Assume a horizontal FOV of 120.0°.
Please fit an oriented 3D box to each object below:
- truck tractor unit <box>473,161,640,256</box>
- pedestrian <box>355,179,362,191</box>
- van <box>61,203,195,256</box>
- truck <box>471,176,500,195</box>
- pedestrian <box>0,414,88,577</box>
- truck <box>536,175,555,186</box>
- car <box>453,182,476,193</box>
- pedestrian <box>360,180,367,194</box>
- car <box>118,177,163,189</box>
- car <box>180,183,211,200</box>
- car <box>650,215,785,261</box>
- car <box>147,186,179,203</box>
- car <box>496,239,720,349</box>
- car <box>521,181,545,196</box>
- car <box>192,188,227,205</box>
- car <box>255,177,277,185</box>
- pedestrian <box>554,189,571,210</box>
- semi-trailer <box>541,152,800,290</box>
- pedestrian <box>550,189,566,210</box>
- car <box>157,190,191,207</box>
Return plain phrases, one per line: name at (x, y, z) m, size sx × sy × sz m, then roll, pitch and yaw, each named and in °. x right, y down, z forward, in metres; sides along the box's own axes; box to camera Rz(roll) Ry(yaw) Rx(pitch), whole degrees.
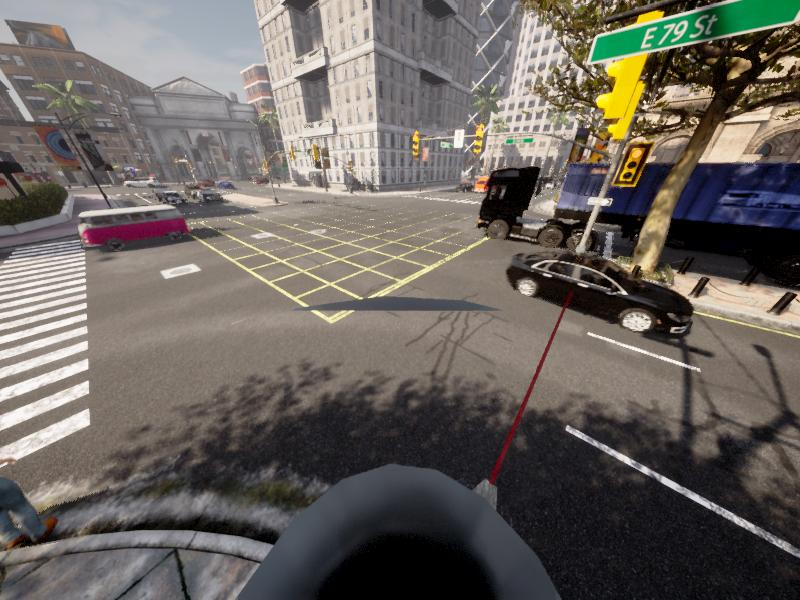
truck tractor unit at (8.289, -5.631, 13.529) m, size 6.516 × 4.208 × 3.053 m, roll 18°, pitch 34°, yaw 27°
pedestrian at (-7.454, -20.436, 41.188) m, size 0.751 × 1.860 × 0.751 m, roll -22°, pitch 37°, yaw -33°
van at (-15.331, -4.266, 13.405) m, size 1.775 × 1.987 × 4.442 m, roll 23°, pitch 37°, yaw 34°
truck at (14.829, -19.820, 39.864) m, size 2.627 × 2.467 × 5.204 m, roll 22°, pitch 37°, yaw 33°
pedestrian at (-4.587, 2.078, 2.491) m, size 0.751 × 1.860 × 0.751 m, roll 24°, pitch 38°, yaw 35°
truck at (35.861, -29.371, 56.779) m, size 2.390 × 2.098 × 6.274 m, roll 23°, pitch 37°, yaw 34°
car at (11.707, -20.252, 41.589) m, size 1.837 × 1.490 × 4.892 m, roll 23°, pitch 37°, yaw 34°
pedestrian at (-5.976, -18.561, 37.941) m, size 0.751 × 1.860 × 0.751 m, roll 14°, pitch 33°, yaw 23°
car at (-54.891, -24.896, 49.087) m, size 5.566 × 2.045 × 2.150 m, roll -14°, pitch 33°, yaw -23°
car at (-29.341, -15.610, 33.164) m, size 4.605 × 1.855 × 1.932 m, roll 23°, pitch 37°, yaw 34°
car at (16.746, -3.515, 12.617) m, size 3.806 × 1.475 × 1.970 m, roll 23°, pitch 37°, yaw 34°
car at (-32.069, -14.368, 31.251) m, size 5.238 × 1.638 × 1.930 m, roll 23°, pitch 37°, yaw 34°
car at (6.039, -0.600, 7.552) m, size 1.837 × 1.490 × 4.892 m, roll -27°, pitch 39°, yaw -37°
car at (21.872, -18.318, 37.858) m, size 1.932 × 1.855 × 4.605 m, roll 23°, pitch 38°, yaw 34°
car at (-24.565, -13.443, 29.759) m, size 4.974 × 1.542 × 2.038 m, roll 23°, pitch 37°, yaw 34°
car at (-35.226, -31.382, 60.822) m, size 1.882 × 1.535 × 5.008 m, roll 9°, pitch 31°, yaw 16°
pedestrian at (16.535, -10.230, 23.511) m, size 0.751 × 1.860 × 0.751 m, roll -24°, pitch 38°, yaw -35°
semi-trailer at (14.590, -3.329, 9.349) m, size 14.254 × 4.402 × 2.717 m, roll 22°, pitch 36°, yaw 33°
pedestrian at (15.923, -10.106, 23.297) m, size 0.751 × 1.860 × 0.751 m, roll 13°, pitch 32°, yaw 21°
car at (-26.955, -12.141, 27.558) m, size 3.806 × 1.475 × 1.970 m, roll 23°, pitch 37°, yaw 34°
